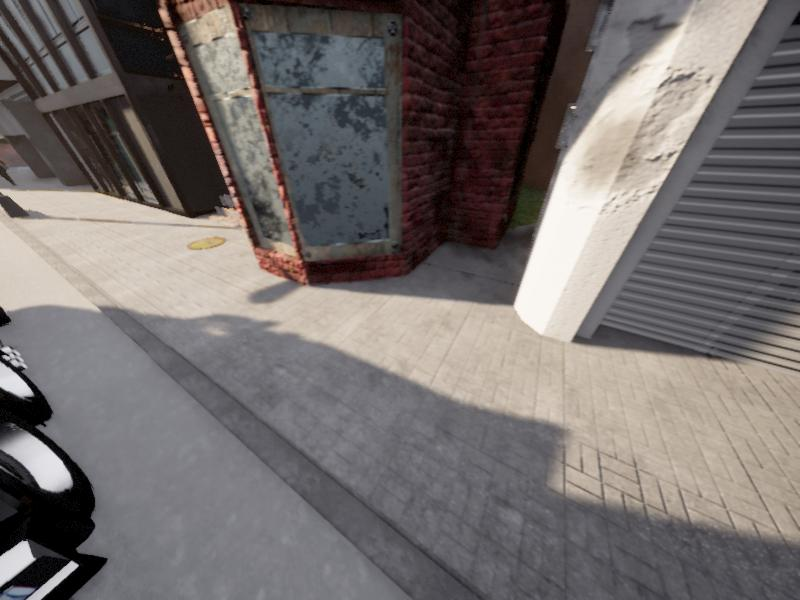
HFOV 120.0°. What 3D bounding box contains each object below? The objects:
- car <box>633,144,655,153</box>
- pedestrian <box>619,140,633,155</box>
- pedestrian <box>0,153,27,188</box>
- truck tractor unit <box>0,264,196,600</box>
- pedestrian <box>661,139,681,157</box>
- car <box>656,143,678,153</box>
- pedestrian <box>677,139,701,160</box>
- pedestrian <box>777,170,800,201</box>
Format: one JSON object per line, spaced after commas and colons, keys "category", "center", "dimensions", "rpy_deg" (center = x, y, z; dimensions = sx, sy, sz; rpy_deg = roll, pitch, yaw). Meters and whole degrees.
{"category": "car", "center": [49.738, -31.039, 47.237], "dimensions": [1.837, 1.490, 4.892], "rpy_deg": [18, 39, 24]}
{"category": "pedestrian", "center": [34.706, -23.386, 35.454], "dimensions": [0.751, 1.860, 0.751], "rpy_deg": [18, 39, 24]}
{"category": "pedestrian", "center": [-22.938, -7.548, 13.229], "dimensions": [0.751, 1.860, 0.751], "rpy_deg": [29, 44, 35]}
{"category": "truck tractor unit", "center": [-5.109, -0.301, 0.787], "dimensions": [6.516, 4.208, 3.053], "rpy_deg": [18, 39, 24]}
{"category": "pedestrian", "center": [34.018, -19.085, 29.065], "dimensions": [0.751, 1.860, 0.751], "rpy_deg": [15, 38, 21]}
{"category": "car", "center": [54.243, -30.978, 47.038], "dimensions": [1.789, 1.549, 3.705], "rpy_deg": [18, 39, 24]}
{"category": "pedestrian", "center": [31.517, -16.395, 25.220], "dimensions": [0.751, 1.860, 0.751], "rpy_deg": [16, 38, 23]}
{"category": "pedestrian", "center": [16.735, -5.018, 9.213], "dimensions": [0.751, 1.860, 0.751], "rpy_deg": [17, 39, 24]}
